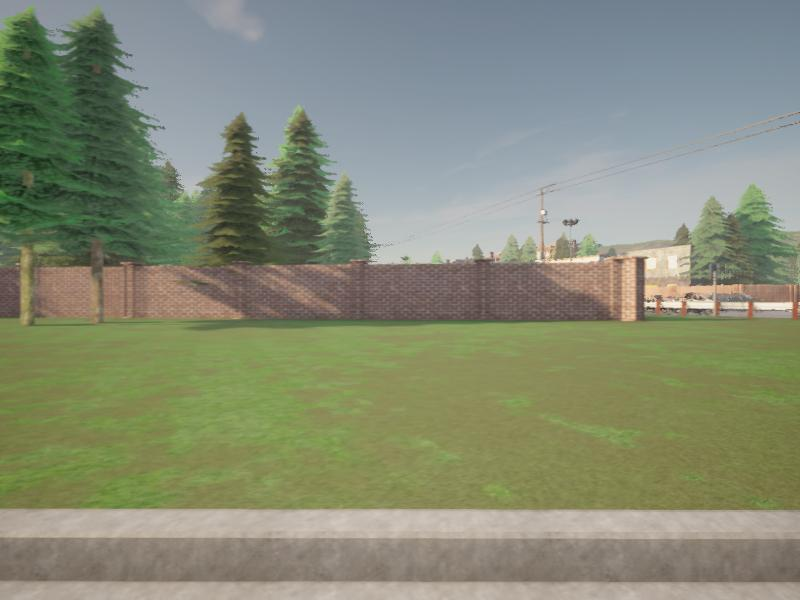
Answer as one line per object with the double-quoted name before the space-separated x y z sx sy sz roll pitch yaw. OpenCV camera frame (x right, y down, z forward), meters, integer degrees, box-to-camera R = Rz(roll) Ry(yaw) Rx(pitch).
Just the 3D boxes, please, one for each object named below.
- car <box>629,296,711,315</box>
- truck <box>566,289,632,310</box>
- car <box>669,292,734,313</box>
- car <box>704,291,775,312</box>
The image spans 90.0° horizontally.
"car" 19.743 0.351 29.479 1.895 1.301 4.718 0 0 -25
"truck" 21.152 -0.049 42.941 2.390 2.098 6.274 0 0 -25
"car" 25.426 0.198 33.838 1.851 1.617 3.988 0 0 -25
"car" 30.289 0.107 35.833 2.097 1.767 4.553 0 0 -38
